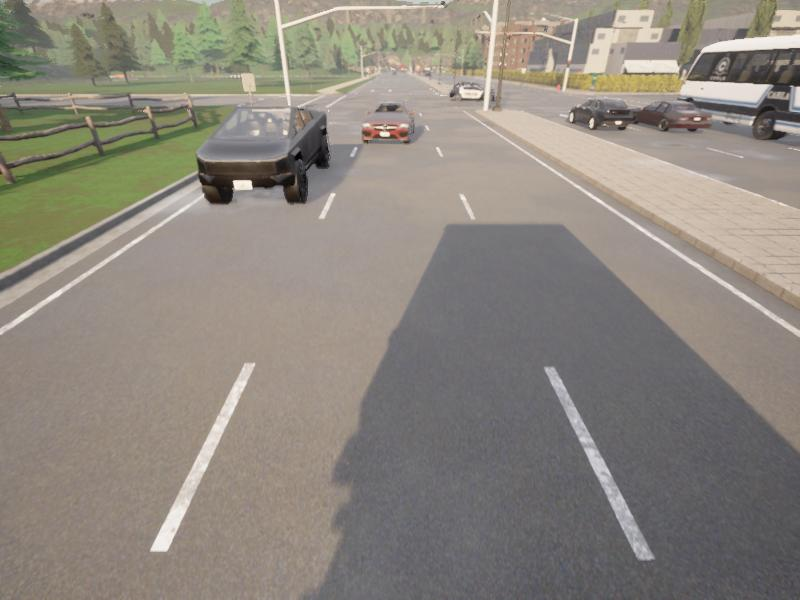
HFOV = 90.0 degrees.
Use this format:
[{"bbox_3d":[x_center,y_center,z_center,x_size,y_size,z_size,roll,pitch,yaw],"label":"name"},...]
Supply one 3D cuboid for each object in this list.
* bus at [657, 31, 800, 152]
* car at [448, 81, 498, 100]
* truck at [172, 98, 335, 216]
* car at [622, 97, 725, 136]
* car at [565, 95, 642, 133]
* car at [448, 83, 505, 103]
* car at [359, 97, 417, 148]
[{"bbox_3d":[18.200,-10.459,19.655,3.944,4.253,10.273,0,30,0],"label":"bus"},{"bbox_3d":[7.824,-22.621,43.082,4.856,1.649,2.033,22,38,33],"label":"car"},{"bbox_3d":[-3.591,-4.473,11.584,2.390,2.098,6.274,0,30,0],"label":"truck"},{"bbox_3d":[14.806,-10.255,22.144,2.033,1.411,5.357,0,30,0],"label":"car"},{"bbox_3d":[11.298,-10.625,22.683,1.837,1.490,4.892,0,30,0],"label":"car"},{"bbox_3d":[7.447,-20.291,39.191,4.974,1.542,2.038,13,32,21],"label":"car"},{"bbox_3d":[-0.405,-8.612,19.132,2.152,1.651,5.027,3,31,5],"label":"car"}]
